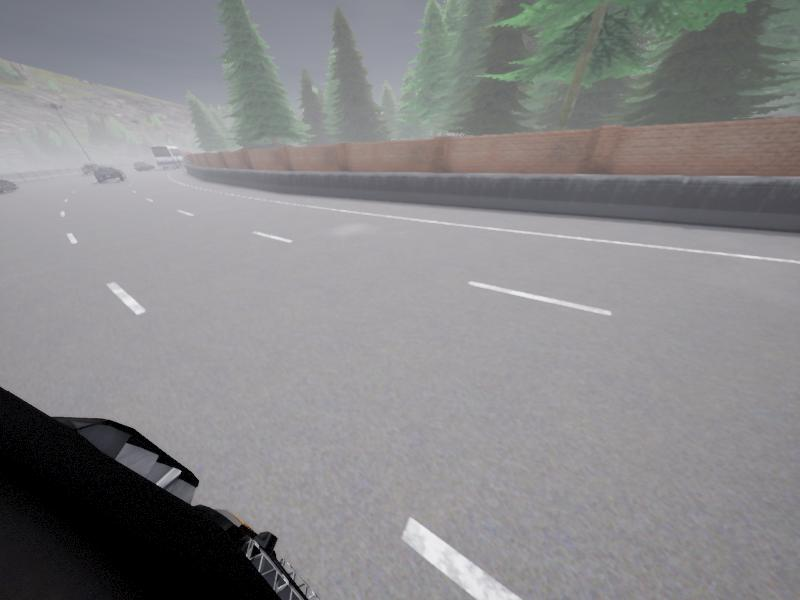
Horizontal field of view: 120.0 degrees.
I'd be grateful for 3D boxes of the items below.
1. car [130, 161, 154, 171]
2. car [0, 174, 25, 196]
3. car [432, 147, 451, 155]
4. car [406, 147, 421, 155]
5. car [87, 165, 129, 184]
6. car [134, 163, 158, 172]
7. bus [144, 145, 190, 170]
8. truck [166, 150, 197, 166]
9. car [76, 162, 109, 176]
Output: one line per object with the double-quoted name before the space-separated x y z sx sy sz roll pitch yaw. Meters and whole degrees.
"car" -59.918 -31.286 53.714 2.033 1.649 4.856 -17 36 -20
"car" -37.146 -10.346 20.877 2.033 1.411 5.357 -29 42 -33
"car" 9.986 -36.159 56.119 1.812 1.442 4.674 -24 39 -28
"car" 3.696 -41.202 63.829 2.097 1.767 4.553 -20 37 -24
"car" -35.142 -15.312 27.980 2.152 1.651 5.027 -28 41 -32
"car" -51.563 -26.985 46.966 1.895 1.301 4.718 -19 37 -23
"bus" -51.505 -31.887 51.653 3.944 4.253 10.273 -18 37 -22
"truck" -63.539 -41.620 67.512 2.891 3.827 8.468 -13 35 -14
"car" -56.762 -24.305 42.804 1.932 1.855 4.605 -20 38 -25
